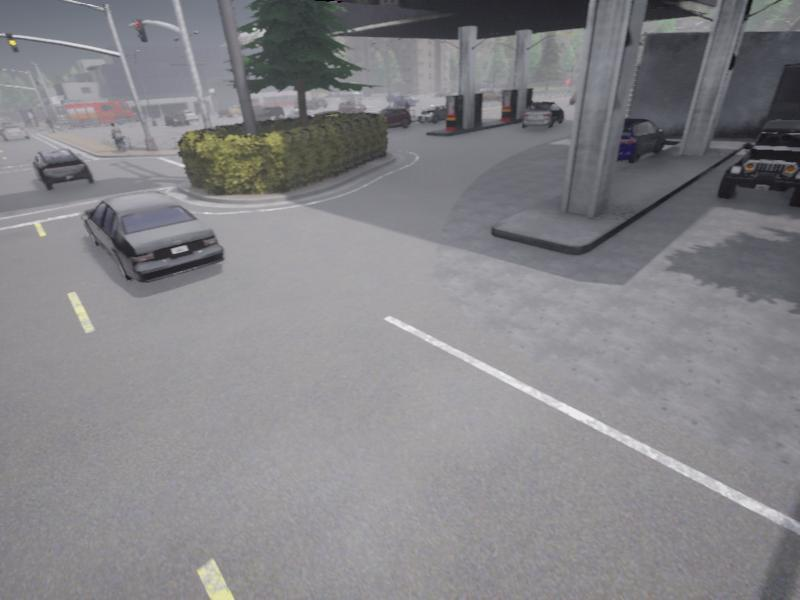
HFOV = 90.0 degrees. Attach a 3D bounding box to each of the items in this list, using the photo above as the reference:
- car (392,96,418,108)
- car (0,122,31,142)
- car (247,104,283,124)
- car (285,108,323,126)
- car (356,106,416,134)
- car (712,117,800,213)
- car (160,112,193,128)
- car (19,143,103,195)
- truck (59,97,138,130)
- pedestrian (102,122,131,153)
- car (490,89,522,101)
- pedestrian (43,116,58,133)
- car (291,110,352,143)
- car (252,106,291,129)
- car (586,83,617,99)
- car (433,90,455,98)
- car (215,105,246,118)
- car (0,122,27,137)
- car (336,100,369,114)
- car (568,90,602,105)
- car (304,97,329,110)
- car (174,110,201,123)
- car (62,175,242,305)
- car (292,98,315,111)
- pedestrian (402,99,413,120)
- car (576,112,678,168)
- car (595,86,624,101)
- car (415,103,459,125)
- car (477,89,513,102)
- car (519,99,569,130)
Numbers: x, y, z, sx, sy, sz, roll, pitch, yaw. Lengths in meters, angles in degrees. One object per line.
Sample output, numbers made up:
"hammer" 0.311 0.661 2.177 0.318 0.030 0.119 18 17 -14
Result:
"car" 0.784 -29.747 60.083 1.845 1.501 3.633 -27 36 -36
"car" -43.258 -18.816 44.782 2.152 1.651 5.027 -27 36 -36
"car" -15.971 -22.019 47.270 1.932 1.855 4.605 -27 36 -36
"car" -10.086 -19.156 41.872 1.970 1.475 3.806 -27 36 -36
"car" -1.099 -15.254 33.805 4.856 1.649 2.033 -26 36 -36
"car" 10.888 -4.030 11.480 3.866 1.878 1.905 -27 36 -36
"car" -27.874 -22.445 49.832 2.007 1.523 4.514 -27 36 -36
"car" -16.200 -6.356 19.049 2.128 1.511 4.902 -27 37 -36
"truck" -45.756 -28.524 61.022 8.468 3.827 2.891 -27 36 -36
"pedestrian" -18.790 -10.799 26.583 0.751 1.860 0.751 10 31 24
"car" 16.865 -32.795 63.917 2.007 1.523 4.514 -27 36 -36
"pedestrian" -42.887 -21.516 49.098 0.751 1.860 0.751 -27 36 -36
"car" -5.796 -13.037 29.975 3.866 1.878 1.905 -26 36 -36
"car" -12.925 -18.388 40.182 1.905 1.878 3.866 -27 36 -36
"car" 29.367 -30.485 58.256 4.553 1.767 2.097 -26 35 -35
"car" 10.094 -47.753 92.633 2.163 1.488 4.792 -27 36 -36
"car" -25.678 -28.535 60.513 2.152 1.636 5.027 -27 36 -36
"car" -50.168 -21.801 51.107 4.974 1.542 2.038 16 34 31
"car" -6.467 -26.148 54.225 2.007 1.523 4.514 -27 36 -36
"car" 22.412 -24.539 48.526 4.181 1.385 1.994 -27 36 -36
"car" -14.619 -34.418 69.987 1.932 1.855 4.605 -27 36 -36
"car" -30.088 -26.033 56.565 1.970 1.475 3.806 -27 36 -36
"car" -6.032 -1.748 9.437 2.033 1.411 5.357 -25 36 -37
"car" -16.436 -33.251 67.999 1.905 1.878 3.866 -27 36 -36
"pedestrian" 0.749 -19.210 40.277 0.751 1.860 0.751 -27 36 -36
"car" 10.130 -7.226 17.813 4.611 1.667 2.242 -27 36 -36
"car" 27.610 -27.176 52.687 4.193 1.474 1.816 -26 36 -36
"car" 3.500 -17.474 37.536 3.806 1.475 1.970 -26 36 -36
"car" 14.633 -31.647 62.034 2.152 1.636 5.027 -27 36 -36
"car" 10.828 -13.939 29.974 2.242 1.667 4.611 14 33 29
